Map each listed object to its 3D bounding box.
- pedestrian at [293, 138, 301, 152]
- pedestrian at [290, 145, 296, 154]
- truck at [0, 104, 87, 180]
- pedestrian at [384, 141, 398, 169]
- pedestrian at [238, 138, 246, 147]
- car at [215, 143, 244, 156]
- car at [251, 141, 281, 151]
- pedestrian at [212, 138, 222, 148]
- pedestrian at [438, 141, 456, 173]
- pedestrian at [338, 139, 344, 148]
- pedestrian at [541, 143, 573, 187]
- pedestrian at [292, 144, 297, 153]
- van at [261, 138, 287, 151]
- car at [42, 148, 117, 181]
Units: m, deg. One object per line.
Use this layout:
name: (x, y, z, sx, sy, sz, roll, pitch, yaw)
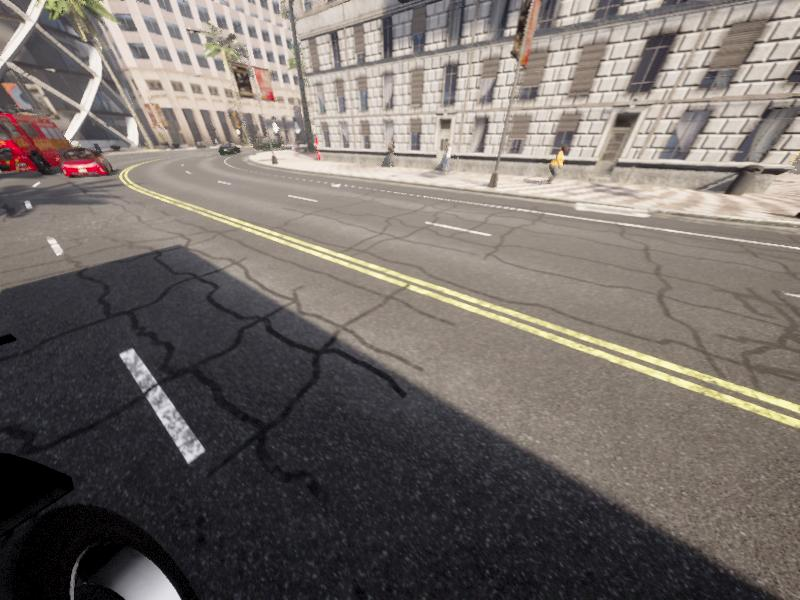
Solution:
pedestrian: (-16.781, -25.182, 37.630, 0.751, 1.860, 0.751, -6, 36, -9)
pedestrian: (-15.974, -22.537, 34.540, 0.500, 1.100, 0.500, -9, 36, -13)
truck: (-26.945, -11.083, 16.125, 2.891, 3.827, 8.468, -21, 40, -28)
pedestrian: (-0.693, -11.570, 18.421, 0.751, 1.860, 0.751, 22, 41, 28)
pedestrian: (-39.480, -39.483, 57.766, 0.751, 1.860, 0.751, 17, 38, 22)
car: (-25.577, -22.721, 34.800, 1.994, 1.385, 4.181, -7, 36, -10)
car: (-27.886, -32.113, 48.137, 2.152, 1.651, 5.027, 14, 37, 18)
pedestrian: (-41.578, -35.764, 52.466, 0.751, 1.860, 0.751, 9, 36, 12)
pedestrian: (3.333, -10.183, 16.482, 0.751, 1.860, 0.751, 28, 44, 33)
pedestrian: (-14.153, -37.650, 55.626, 0.751, 1.860, 0.751, 23, 41, 28)
pedestrian: (8.035, -6.939, 11.911, 0.751, 1.860, 0.751, 17, 38, 22)
pedestrian: (-16.827, -24.169, 36.852, 0.500, 1.100, 0.500, -7, 36, -10)
van: (-24.824, -30.725, 45.640, 1.775, 1.987, 4.442, 9, 36, 12)
car: (-21.219, -9.264, 15.581, 2.007, 1.525, 4.514, -27, 43, -33)
